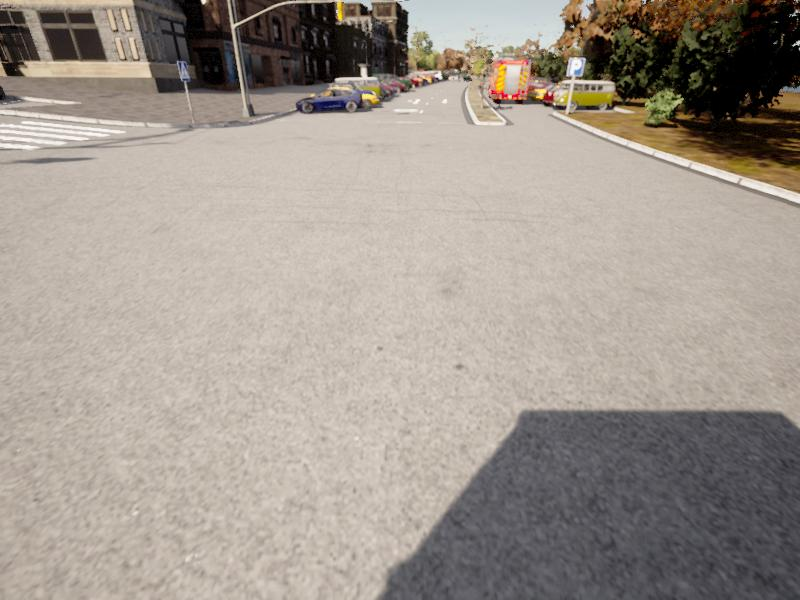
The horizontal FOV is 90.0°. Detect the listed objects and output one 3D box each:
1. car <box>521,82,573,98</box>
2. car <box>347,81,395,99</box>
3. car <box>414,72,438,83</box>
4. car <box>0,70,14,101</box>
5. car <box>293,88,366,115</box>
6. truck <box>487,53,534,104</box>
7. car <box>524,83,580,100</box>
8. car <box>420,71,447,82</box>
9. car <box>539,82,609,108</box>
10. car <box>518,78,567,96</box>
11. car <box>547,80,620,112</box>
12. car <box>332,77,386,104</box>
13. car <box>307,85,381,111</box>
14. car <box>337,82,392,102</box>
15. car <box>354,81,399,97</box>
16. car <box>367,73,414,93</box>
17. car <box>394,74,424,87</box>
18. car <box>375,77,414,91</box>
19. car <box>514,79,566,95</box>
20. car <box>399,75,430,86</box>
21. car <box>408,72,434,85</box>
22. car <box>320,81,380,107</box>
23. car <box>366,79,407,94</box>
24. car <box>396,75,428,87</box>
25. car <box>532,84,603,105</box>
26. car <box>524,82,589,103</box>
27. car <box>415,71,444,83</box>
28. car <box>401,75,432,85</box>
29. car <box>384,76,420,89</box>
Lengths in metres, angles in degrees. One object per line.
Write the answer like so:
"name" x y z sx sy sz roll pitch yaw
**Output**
"car" 15.762 -22.618 43.052 4.674 1.452 2.002 -5 31 -10
"car" -2.996 -21.582 41.158 4.674 1.452 2.002 -7 31 -11
"car" 5.067 -44.261 79.553 4.442 1.987 1.878 -5 30 -7
"car" -21.801 -10.718 19.875 2.002 1.452 4.674 -5 30 -19
"car" -4.980 -14.070 28.258 4.792 1.488 2.163 -8 31 -12
"truck" 10.243 -21.133 38.121 2.891 3.827 8.468 4 31 6
"car" 15.354 -21.139 40.519 4.674 1.452 2.002 -5 31 -11
"car" 7.392 -50.193 89.680 5.566 2.045 2.435 -5 31 -7
"car" 14.198 -16.838 32.818 4.553 1.767 2.185 -6 31 -12
"car" 16.166 -24.236 45.494 4.553 1.767 2.185 -5 31 -10
"car" 13.779 -15.431 30.206 4.442 1.987 1.878 -6 31 -12
"car" -3.667 -18.812 35.875 4.442 1.987 1.878 -7 31 -11
"car" -4.299 -15.607 30.816 5.366 1.575 1.946 -8 31 -12
"car" -3.404 -20.110 38.554 4.892 1.521 2.231 -7 30 -11
"car" -2.588 -23.091 43.747 4.674 1.452 2.002 -7 30 -10
"car" -1.212 -27.859 51.353 5.566 2.045 2.435 -6 30 -9
"car" 1.394 -35.233 64.261 4.553 1.767 2.185 -5 31 -8
"car" -0.756 -29.139 54.049 5.008 1.535 2.097 -6 30 -9
"car" 16.822 -25.624 48.123 5.366 1.575 1.946 -5 31 -10
"car" 2.518 -38.111 69.451 5.008 1.535 2.097 -5 30 -7
"car" 3.841 -41.291 74.456 4.442 1.987 1.878 -5 30 -7
"car" -4.169 -17.197 33.305 4.553 1.767 2.185 -7 31 -11
"car" -1.701 -26.097 48.907 4.674 1.452 2.002 -6 31 -10
"car" 1.955 -36.617 66.889 4.892 1.521 2.231 -5 31 -7
"car" 14.769 -18.235 35.461 5.366 1.575 1.946 -6 31 -11
"car" 14.785 -19.677 37.921 5.366 1.575 1.946 -5 31 -11
"car" 6.159 -47.231 84.600 5.566 2.045 2.435 -5 31 -7
"car" 2.941 -39.581 71.972 5.366 1.575 1.946 -5 31 -7
"car" 0.280 -32.133 59.188 5.008 1.535 2.097 -6 31 -8
